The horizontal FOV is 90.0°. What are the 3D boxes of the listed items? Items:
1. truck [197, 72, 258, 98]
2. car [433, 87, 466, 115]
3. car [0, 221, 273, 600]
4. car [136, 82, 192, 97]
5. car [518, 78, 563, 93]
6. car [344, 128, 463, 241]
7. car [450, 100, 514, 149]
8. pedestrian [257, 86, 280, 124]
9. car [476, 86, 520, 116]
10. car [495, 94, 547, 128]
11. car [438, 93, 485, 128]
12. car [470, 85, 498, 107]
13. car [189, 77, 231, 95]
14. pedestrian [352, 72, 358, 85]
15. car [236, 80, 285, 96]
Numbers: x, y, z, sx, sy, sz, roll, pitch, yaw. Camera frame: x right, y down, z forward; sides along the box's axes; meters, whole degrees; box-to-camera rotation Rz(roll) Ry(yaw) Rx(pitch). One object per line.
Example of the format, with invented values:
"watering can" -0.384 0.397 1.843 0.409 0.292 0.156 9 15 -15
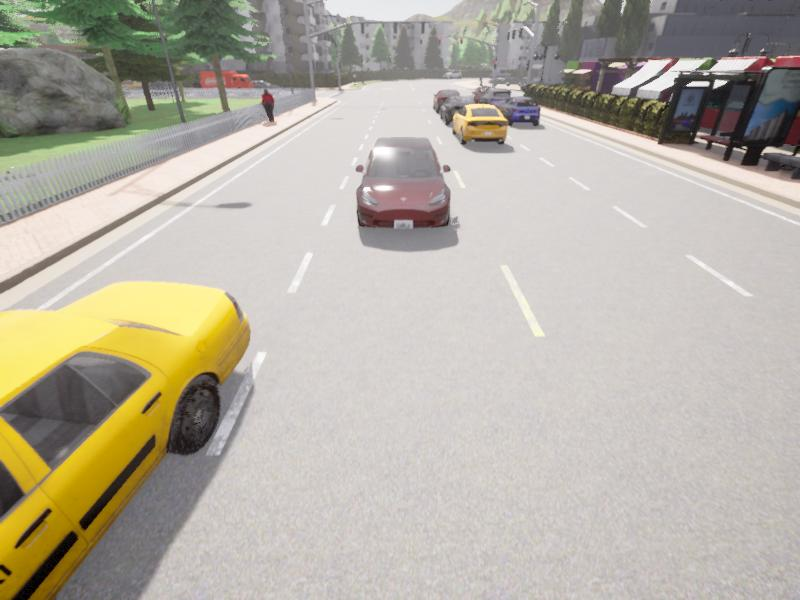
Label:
"truck" -19.043 -23.919 44.407 5.204 2.467 2.627 1 30 1
"car" 3.609 -15.128 30.301 1.882 1.535 5.008 0 30 0
"car" -2.850 1.236 2.317 1.801 1.575 5.366 5 31 7
"car" -26.397 -23.595 44.824 4.892 1.490 1.837 1 30 1
"car" 18.505 -28.390 52.857 5.027 1.651 2.152 2 30 3
"car" 0.073 -3.047 9.727 2.163 1.488 4.792 0 30 0
"car" 3.629 -8.278 18.602 1.882 1.535 5.008 0 30 0
"pedestrian" -7.379 -10.958 22.521 0.751 1.860 0.751 0 30 0
"car" 7.108 -14.764 29.588 2.033 1.649 4.856 0 30 0
"car" 7.098 -11.397 23.989 1.816 1.474 4.193 0 30 0
"car" 3.610 -11.648 24.415 2.163 1.488 4.792 0 30 0
"car" 7.217 -17.764 34.808 1.845 1.501 3.633 2 30 3
"car" -22.563 -25.484 47.654 3.866 1.878 1.905 1 30 1
"pedestrian" -7.910 -39.053 70.498 0.751 1.860 0.751 2 30 4
"car" -16.491 -25.241 47.611 4.902 1.511 2.128 1 30 1
